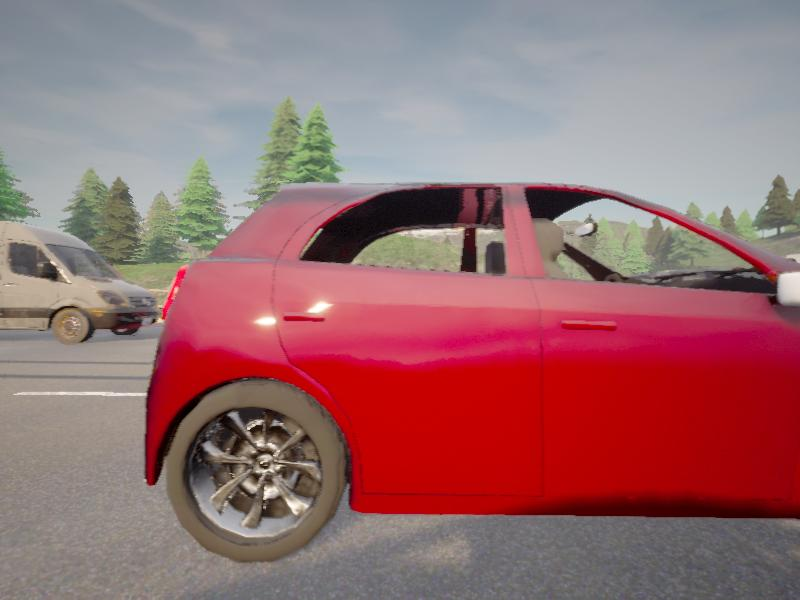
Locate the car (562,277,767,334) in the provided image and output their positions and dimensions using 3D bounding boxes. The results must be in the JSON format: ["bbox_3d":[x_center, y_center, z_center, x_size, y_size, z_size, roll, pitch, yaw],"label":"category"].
[{"bbox_3d":[8.147,0.147,12.697,5.238,1.638,1.930,0,0,0],"label":"car"}]

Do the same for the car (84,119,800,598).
[{"bbox_3d":[0.814,0.194,2.202,3.633,1.501,1.845,1,0,0],"label":"car"}]

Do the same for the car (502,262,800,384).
[{"bbox_3d":[4.400,0.274,5.698,5.357,1.411,2.033,0,0,0],"label":"car"}]

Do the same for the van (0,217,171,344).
[{"bbox_3d":[-8.729,-0.393,8.999,5.915,2.561,1.988,0,0,-4],"label":"van"}]

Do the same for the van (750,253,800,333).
[{"bbox_3d":[15.312,-0.201,12.687,6.366,2.431,2.351,0,0,0],"label":"van"}]
